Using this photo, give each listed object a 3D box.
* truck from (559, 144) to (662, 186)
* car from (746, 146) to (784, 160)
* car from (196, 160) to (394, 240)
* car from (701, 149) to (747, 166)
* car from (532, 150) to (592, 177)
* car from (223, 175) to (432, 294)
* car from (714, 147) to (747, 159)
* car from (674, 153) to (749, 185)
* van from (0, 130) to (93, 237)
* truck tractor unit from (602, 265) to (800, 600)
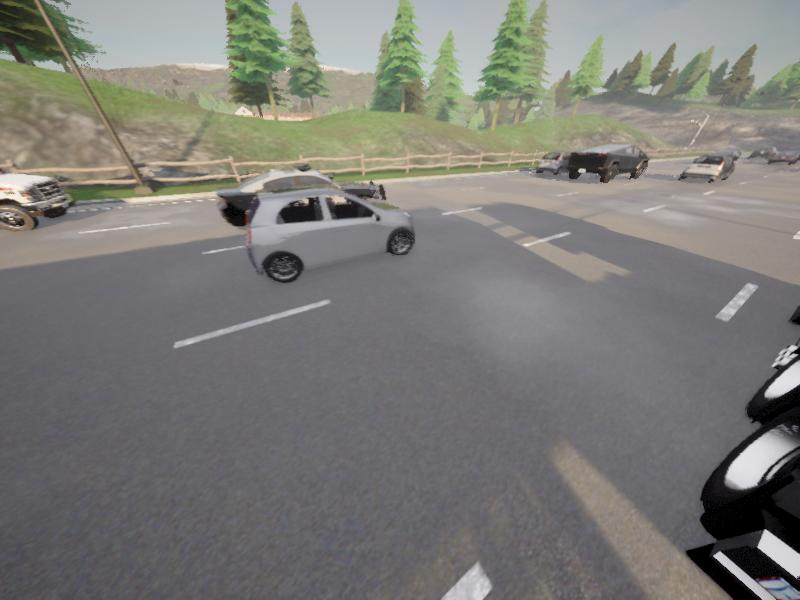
[{"bbox_3d":[14.226,-9.291,15.670,6.274,2.098,2.390,-17,38,-24],"label":"truck"},{"bbox_3d":[57.597,-23.246,36.434,4.553,1.767,2.097,-18,39,-24],"label":"car"},{"bbox_3d":[-2.979,-3.533,7.624,5.238,1.638,1.930,-18,39,-24],"label":"car"},{"bbox_3d":[38.239,-16.860,27.284,5.008,1.535,1.882,-18,39,-24],"label":"car"},{"bbox_3d":[12.977,-11.000,18.547,3.988,1.617,1.851,-18,39,-24],"label":"car"},{"bbox_3d":[-1.388,-1.696,5.097,3.633,1.501,1.845,-18,39,-24],"label":"car"},{"bbox_3d":[55.407,-24.731,38.782,4.514,1.525,2.007,-18,39,-24],"label":"car"},{"bbox_3d":[21.527,-9.154,15.978,3.988,1.617,1.851,-18,39,-24],"label":"car"},{"bbox_3d":[-13.512,-2.744,5.698,6.366,2.431,2.351,-18,39,-24],"label":"van"},{"bbox_3d":[5.113,-0.298,0.784,6.516,4.208,3.053,-18,39,-24],"label":"truck tractor unit"}]
